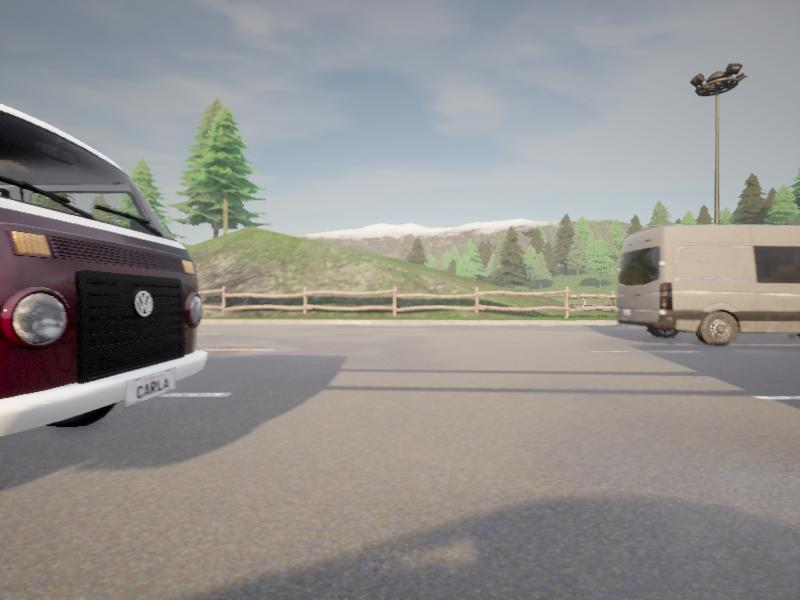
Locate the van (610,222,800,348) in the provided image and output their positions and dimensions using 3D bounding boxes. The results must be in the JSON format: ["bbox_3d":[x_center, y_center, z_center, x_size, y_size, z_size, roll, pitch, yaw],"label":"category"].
[{"bbox_3d":[8.285,-0.302,9.143,5.915,2.561,1.988,0,0,0],"label":"van"}]

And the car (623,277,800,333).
[{"bbox_3d":[10.202,0.146,12.637,5.238,1.638,1.930,0,0,0],"label":"car"}]

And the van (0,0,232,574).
[{"bbox_3d":[-3.616,-0.070,2.243,4.480,2.038,2.069,0,0,0],"label":"van"}]
